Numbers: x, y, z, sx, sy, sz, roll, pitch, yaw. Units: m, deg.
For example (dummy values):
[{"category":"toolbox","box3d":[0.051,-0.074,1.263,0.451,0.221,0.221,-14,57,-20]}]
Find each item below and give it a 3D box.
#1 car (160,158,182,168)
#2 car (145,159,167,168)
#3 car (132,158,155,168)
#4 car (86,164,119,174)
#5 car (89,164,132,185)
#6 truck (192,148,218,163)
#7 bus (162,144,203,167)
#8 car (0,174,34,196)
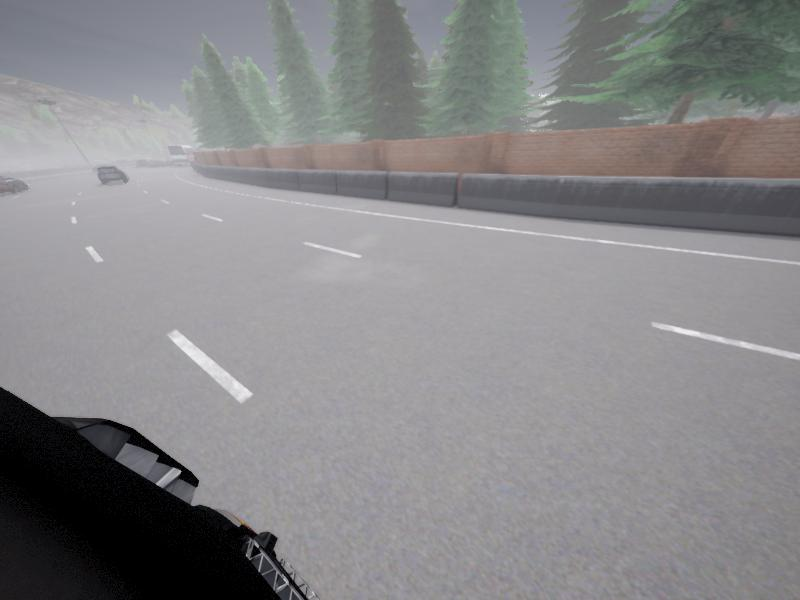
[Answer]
[{"category":"car","box3d":[-56.353,-33.827,56.932,2.152,1.651,5.027,-16,36,-19]},{"category":"car","box3d":[-60.313,-33.870,57.268,2.033,1.649,4.856,-16,36,-18]},{"category":"car","box3d":[-64.888,-34.699,58.598,1.932,1.855,4.605,-15,36,-17]},{"category":"car","box3d":[-55.705,-24.695,43.440,2.033,1.411,5.357,-20,37,-24]},{"category":"car","box3d":[-31.212,-13.689,25.080,2.033,1.649,4.856,-28,42,-32]},{"category":"truck","box3d":[-65.662,-48.945,78.190,2.891,3.827,8.468,-10,34,-11]},{"category":"bus","box3d":[-53.060,-35.473,56.797,3.944,4.253,10.273,-17,36,-20]},{"category":"car","box3d":[-34.544,-9.939,19.938,1.994,1.385,4.181,-28,41,-33]}]
